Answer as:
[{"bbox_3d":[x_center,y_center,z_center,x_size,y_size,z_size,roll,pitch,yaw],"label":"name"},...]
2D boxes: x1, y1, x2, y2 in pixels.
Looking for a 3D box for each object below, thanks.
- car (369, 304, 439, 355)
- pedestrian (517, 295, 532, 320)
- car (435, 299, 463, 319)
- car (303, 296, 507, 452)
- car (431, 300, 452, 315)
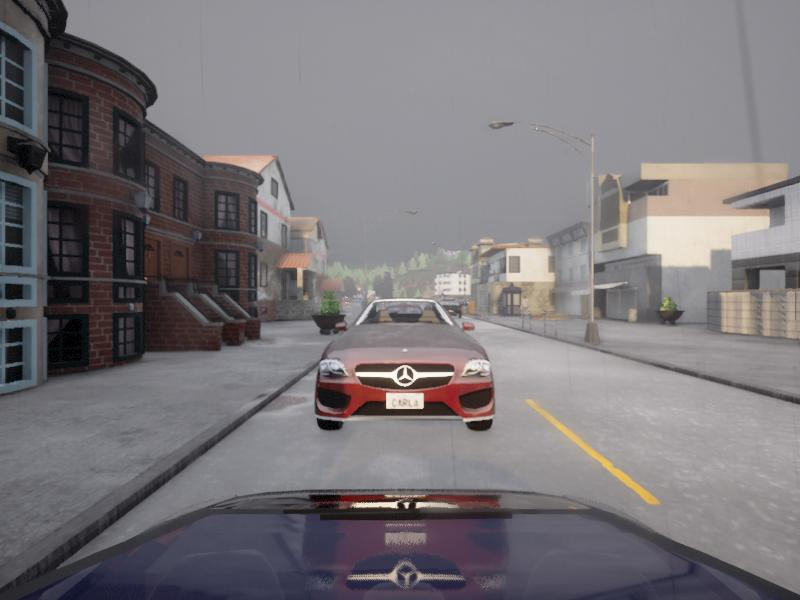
[{"bbox_3d":[0.142,0.889,14.230,2.033,1.411,5.357,0,0,1],"label":"car"},{"bbox_3d":[9.413,0.521,30.244,0.751,1.860,0.751,0,0,-18],"label":"pedestrian"},{"bbox_3d":[4.350,0.757,36.121,1.930,1.638,5.238,0,0,1],"label":"car"},{"bbox_3d":[0.073,0.778,6.748,2.152,1.651,5.027,0,0,0],"label":"car"},{"bbox_3d":[4.418,0.785,43.370,1.801,1.575,5.366,0,0,1],"label":"car"}]
